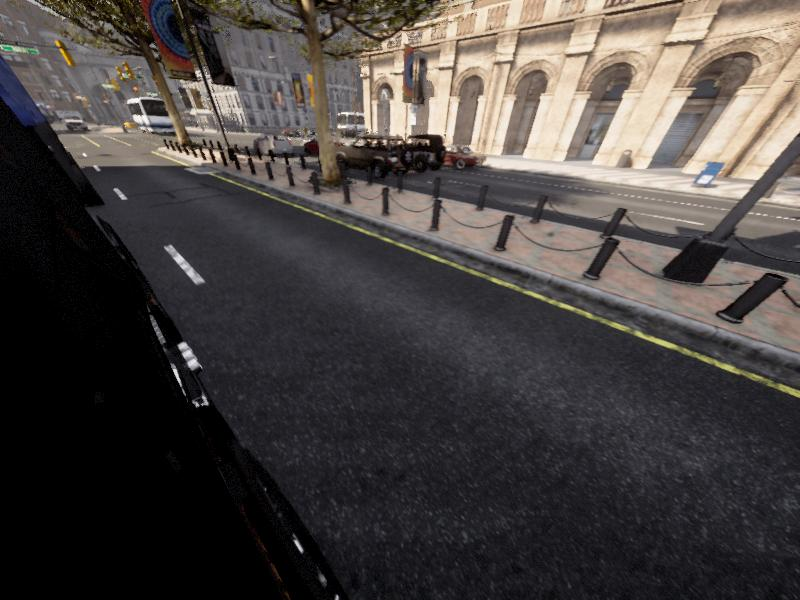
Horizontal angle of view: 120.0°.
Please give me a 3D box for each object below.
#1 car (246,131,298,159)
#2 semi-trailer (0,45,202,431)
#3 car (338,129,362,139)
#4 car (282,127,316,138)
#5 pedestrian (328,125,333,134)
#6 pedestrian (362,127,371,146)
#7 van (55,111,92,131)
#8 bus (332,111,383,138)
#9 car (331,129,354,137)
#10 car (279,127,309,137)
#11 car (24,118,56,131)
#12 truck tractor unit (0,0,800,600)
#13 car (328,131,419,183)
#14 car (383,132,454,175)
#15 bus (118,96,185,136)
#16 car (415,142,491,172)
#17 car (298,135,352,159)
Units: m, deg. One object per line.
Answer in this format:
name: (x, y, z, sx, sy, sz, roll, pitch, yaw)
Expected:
car: (-9.931, -12.071, 17.909, 3.633, 1.501, 1.845, 28, 44, 30)
semi-trailer: (-8.706, -3.581, 4.246, 14.254, 4.402, 2.717, 28, 44, 30)
car: (-9.718, -32.346, 44.994, 1.816, 1.474, 4.193, 28, 44, 30)
car: (-17.901, -29.943, 41.299, 2.038, 1.542, 4.974, 28, 44, 30)
pedestrian: (-17.366, -42.776, 57.868, 0.751, 1.860, 0.751, 28, 44, 30)
pedestrian: (-4.018, -19.853, 28.032, 0.751, 1.860, 0.751, -20, 42, -27)
van: (-52.083, -28.522, 36.811, 6.366, 2.431, 2.351, 28, 44, 30)
bus: (-8.685, -37.300, 49.338, 3.944, 4.253, 10.273, 28, 44, 30)
car: (-12.601, -36.827, 50.961, 1.895, 1.301, 4.718, 28, 44, 30)
car: (-19.913, -31.797, 43.736, 1.812, 1.442, 4.674, 28, 44, 30)
car: (-53.998, -26.373, 34.704, 5.357, 1.411, 2.033, 28, 44, 30)
truck tractor unit: (-2.645, -0.295, 0.351, 6.516, 4.208, 3.053, 28, 44, 30)
car: (-1.488, -7.732, 12.290, 4.605, 1.855, 1.932, 27, 44, 30)
car: (0.998, -9.159, 14.316, 3.866, 1.878, 1.905, 28, 44, 30)
bus: (-38.072, -28.010, 35.367, 10.273, 4.253, 3.944, 28, 44, 30)
car: (3.545, -10.115, 16.216, 4.718, 1.301, 1.895, 28, 44, 30)
car: (-6.215, -12.771, 19.177, 4.181, 1.385, 1.994, 28, 44, 30)
